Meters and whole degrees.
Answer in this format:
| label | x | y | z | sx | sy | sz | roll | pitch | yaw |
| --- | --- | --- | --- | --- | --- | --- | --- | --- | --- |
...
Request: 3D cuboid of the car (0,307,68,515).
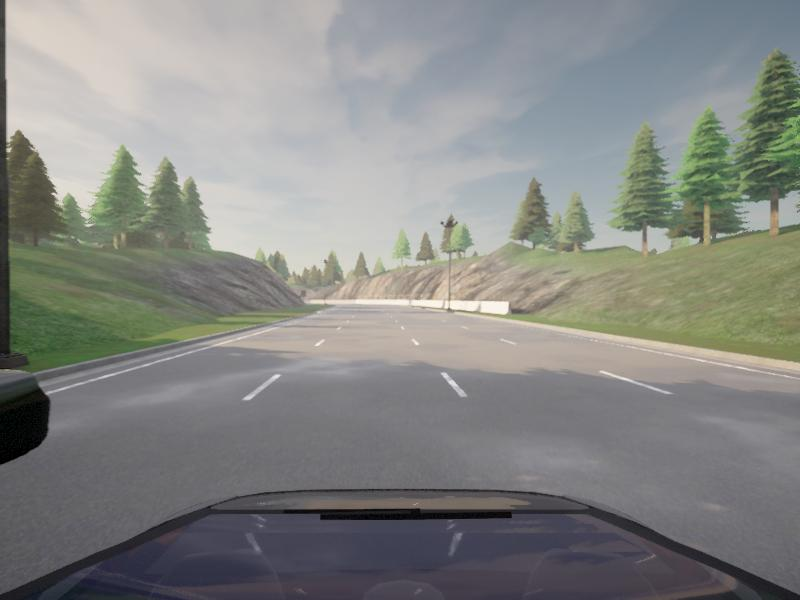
| label | x | y | z | sx | sy | sz | roll | pitch | yaw |
| --- | --- | --- | --- | --- | --- | --- | --- | --- | --- |
| car | -3.888 | 0.826 | 1.086 | 2.038 | 1.542 | 4.974 | 0 | 0 | -3 |
